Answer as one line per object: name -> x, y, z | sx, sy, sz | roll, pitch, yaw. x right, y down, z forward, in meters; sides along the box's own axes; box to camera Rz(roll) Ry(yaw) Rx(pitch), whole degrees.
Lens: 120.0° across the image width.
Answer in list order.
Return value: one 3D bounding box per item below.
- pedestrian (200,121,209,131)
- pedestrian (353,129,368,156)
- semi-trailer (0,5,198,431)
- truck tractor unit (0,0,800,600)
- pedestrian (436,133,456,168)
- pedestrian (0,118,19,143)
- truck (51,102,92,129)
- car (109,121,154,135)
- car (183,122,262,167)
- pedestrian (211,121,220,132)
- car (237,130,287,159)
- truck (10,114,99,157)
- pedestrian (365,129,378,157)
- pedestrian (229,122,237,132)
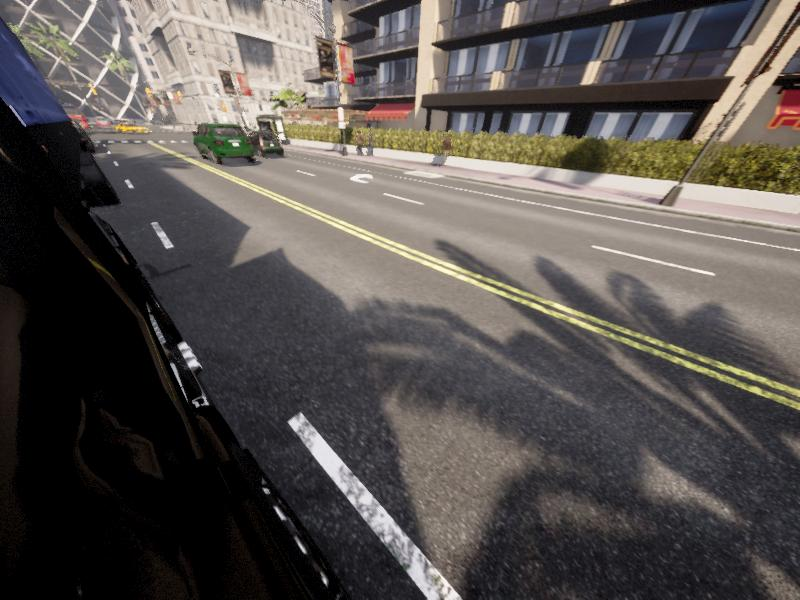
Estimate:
pedestrian -> -45.194, -40.228, 53.356 | 0.751, 1.860, 0.751 | 24, 42, 26
pedestrian -> -3.278, -13.120, 19.276 | 0.751, 1.860, 0.751 | -28, 46, -34
semi-trailer -> -8.525, -3.691, 4.425 | 14.254, 4.402, 2.717 | 30, 45, 32
truck tractor unit -> -2.645, -0.295, 0.351 | 6.516, 4.208, 3.053 | 28, 44, 30
pedestrian -> 2.950, -9.715, 15.052 | 0.751, 1.860, 0.751 | -11, 39, -18
pedestrian -> -34.200, -14.644, 19.804 | 0.751, 1.860, 0.751 | 25, 42, 28
truck -> -64.177, -36.101, 45.356 | 8.468, 3.827, 2.891 | 31, 45, 32
car -> -41.176, -26.366, 35.457 | 5.366, 1.575, 1.801 | 12, 37, 12
car -> -11.572, -10.193, 14.999 | 5.566, 2.045, 2.150 | 30, 45, 32
pedestrian -> -41.140, -38.599, 51.396 | 0.751, 1.860, 0.751 | 27, 43, 30
car -> -11.147, -12.629, 18.672 | 3.988, 1.617, 1.851 | 30, 45, 32
truck -> -23.708, -11.616, 16.172 | 6.274, 2.098, 2.390 | 30, 45, 32
pedestrian -> -2.341, -13.063, 19.254 | 0.751, 1.860, 0.751 | 22, 41, 24
pedestrian -> -40.413, -41.958, 55.960 | 0.751, 1.860, 0.751 | 29, 44, 31
